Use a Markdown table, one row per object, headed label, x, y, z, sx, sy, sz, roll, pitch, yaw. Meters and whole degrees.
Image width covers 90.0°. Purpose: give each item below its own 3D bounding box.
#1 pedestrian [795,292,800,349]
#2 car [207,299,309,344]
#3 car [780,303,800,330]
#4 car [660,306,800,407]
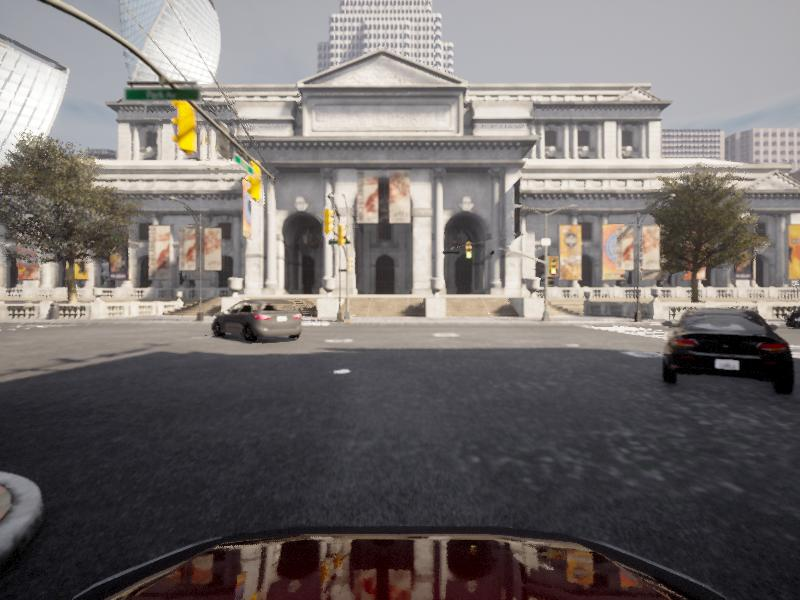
| label | x | y | z | sx | sy | sz | roll | pitch | yaw |
| --- | --- | --- | --- | --- | --- | --- | --- | --- | --- |
| pedestrian | 13.368 | 0.664 | 12.790 | 0.751 | 1.860 | 0.751 | 0 | 0 | 0 |
| car | -6.160 | 0.791 | 17.088 | 4.611 | 1.667 | 2.242 | 0 | -1 | 44 |
| car | 23.973 | 0.899 | 22.234 | 3.806 | 1.475 | 1.970 | 0 | 0 | 1 |
| car | 6.643 | 0.887 | 8.368 | 1.812 | 1.442 | 4.674 | 0 | 0 | 36 |
